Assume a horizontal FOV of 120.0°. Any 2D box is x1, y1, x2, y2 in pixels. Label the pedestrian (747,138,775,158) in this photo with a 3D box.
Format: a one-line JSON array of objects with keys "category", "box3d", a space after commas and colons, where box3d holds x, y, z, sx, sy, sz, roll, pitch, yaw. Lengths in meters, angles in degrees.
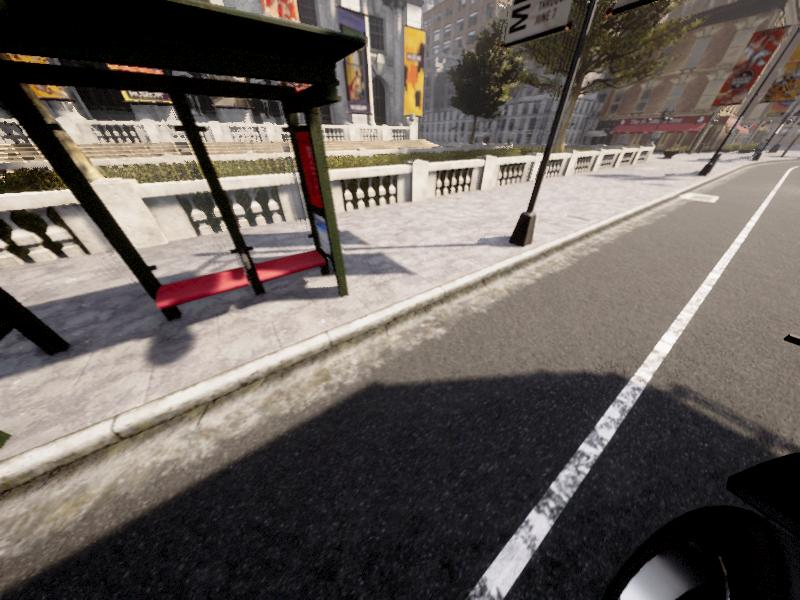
[{"category": "pedestrian", "box3d": [40.106, -16.882, 25.676, 0.751, 1.860, 0.751, -15, 38, -20]}]
